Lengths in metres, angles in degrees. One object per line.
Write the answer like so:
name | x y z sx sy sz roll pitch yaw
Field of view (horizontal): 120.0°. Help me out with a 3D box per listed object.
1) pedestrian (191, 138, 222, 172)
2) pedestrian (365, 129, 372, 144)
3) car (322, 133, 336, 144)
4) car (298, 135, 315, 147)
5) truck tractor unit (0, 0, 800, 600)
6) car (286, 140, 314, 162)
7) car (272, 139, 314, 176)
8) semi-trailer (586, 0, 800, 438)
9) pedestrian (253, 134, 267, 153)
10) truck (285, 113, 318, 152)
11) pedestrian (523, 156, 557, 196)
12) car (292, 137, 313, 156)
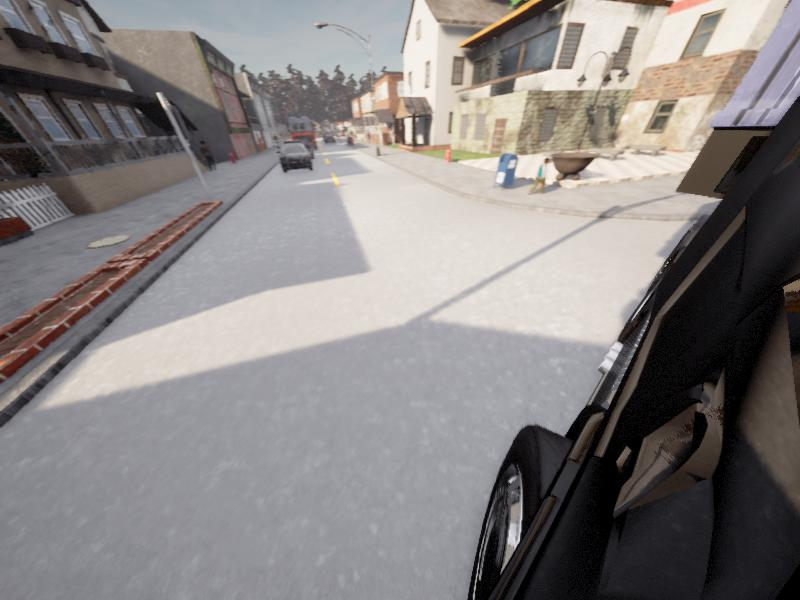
pedestrian | -13.227 -9.954 15.878 0.751 1.860 0.751 -12 38 -13
pedestrian | -4.704 -24.635 34.853 0.751 1.860 0.751 -12 38 -12
car | -13.736 -31.257 44.678 2.038 1.542 4.974 -12 38 -12
car | -16.065 -27.490 39.856 2.163 1.488 4.792 -12 38 -12
truck tractor unit | 2.645 -0.295 0.351 6.516 4.208 3.053 -28 44 -30
car | -9.363 -14.246 21.965 1.994 1.385 4.181 -12 38 -12
car | -7.254 -10.045 16.035 1.930 1.638 5.238 -13 38 -13
semi-trailer | 9.678 -2.647 2.886 14.254 4.402 2.717 -15 38 -16
pedestrian | -17.230 -19.319 28.551 0.751 1.860 0.751 -10 38 -10
truck | -13.590 -23.472 32.424 2.891 3.827 8.468 -12 38 -12
pedestrian | 4.607 -4.105 7.660 0.500 1.100 0.500 -6 37 -5
car | -11.080 -17.723 26.530 1.789 1.549 3.705 -12 38 -12
